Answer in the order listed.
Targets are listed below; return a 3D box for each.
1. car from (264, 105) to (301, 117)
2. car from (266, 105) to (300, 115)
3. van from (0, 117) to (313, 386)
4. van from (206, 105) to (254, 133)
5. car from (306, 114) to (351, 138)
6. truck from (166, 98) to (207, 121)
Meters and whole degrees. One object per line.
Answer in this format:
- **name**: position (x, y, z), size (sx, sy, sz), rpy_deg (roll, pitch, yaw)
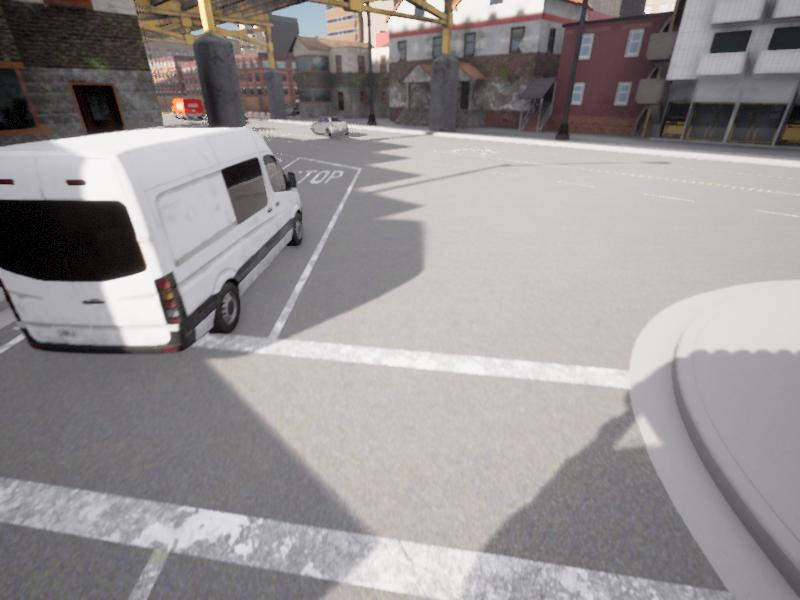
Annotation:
- **car**: position (-16.893, -27.261, 57.651), size (4.974, 1.542, 2.038), rpy_deg (-7, 28, -13)
- **car**: position (-16.843, -27.407, 57.591), size (4.536, 1.218, 1.853), rpy_deg (-7, 28, -13)
- **van**: position (-3.270, -1.512, 6.743), size (1.988, 2.561, 5.915), rpy_deg (1, 27, 2)
- **van**: position (-15.493, -16.551, 36.425), size (2.069, 2.038, 4.480), rpy_deg (-24, 36, -39)
- **car**: position (-5.724, -13.917, 31.860), size (1.845, 1.501, 3.633), rpy_deg (-20, 33, -34)
- **truck**: position (-27.567, -24.595, 51.551), size (5.204, 2.467, 2.627), rpy_deg (24, 35, 38)
